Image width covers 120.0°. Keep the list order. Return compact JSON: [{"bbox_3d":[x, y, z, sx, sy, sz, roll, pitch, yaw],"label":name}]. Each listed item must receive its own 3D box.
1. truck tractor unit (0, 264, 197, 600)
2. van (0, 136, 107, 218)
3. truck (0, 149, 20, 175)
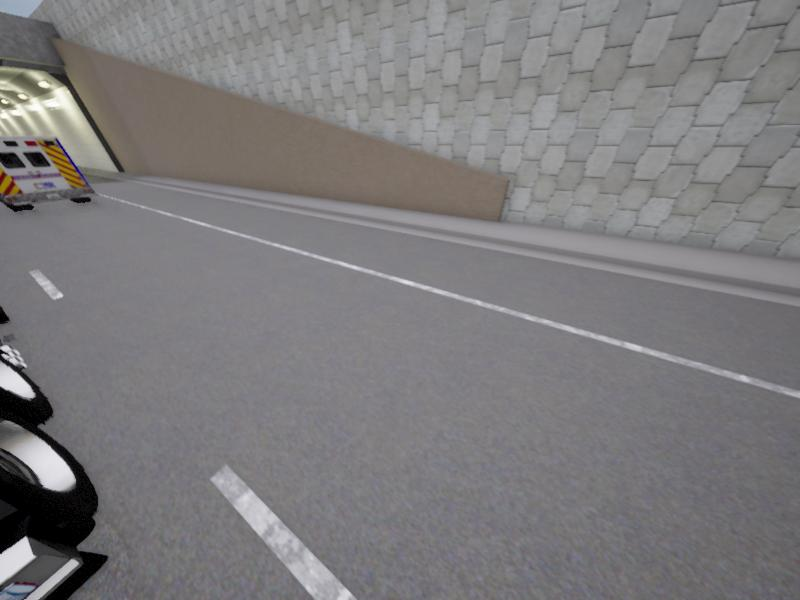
[{"bbox_3d":[-5.114,-0.300,0.779,6.516,4.208,3.053,18,39,24],"label":"truck tractor unit"},{"bbox_3d":[-16.105,-5.470,9.850,6.366,2.431,2.351,18,39,24],"label":"van"},{"bbox_3d":[-36.487,-12.697,19.163,8.468,3.827,2.891,18,39,24],"label":"truck"}]
